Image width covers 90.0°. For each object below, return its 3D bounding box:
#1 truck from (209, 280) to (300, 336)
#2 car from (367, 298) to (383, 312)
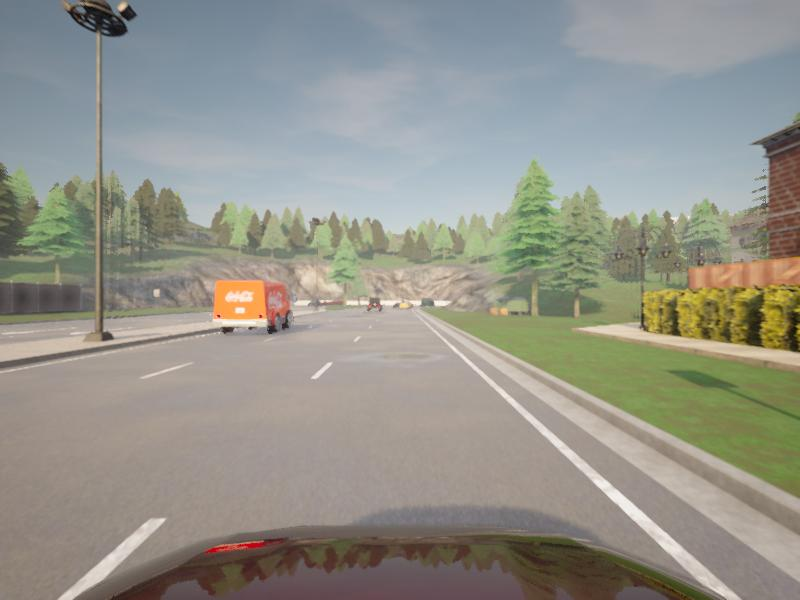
[{"bbox_3d":[-6.986,0.350,19.987,2.627,2.467,5.204,0,0,0],"label":"truck"},{"bbox_3d":[-3.420,0.628,55.301,1.905,1.878,3.866,0,0,1],"label":"car"}]
